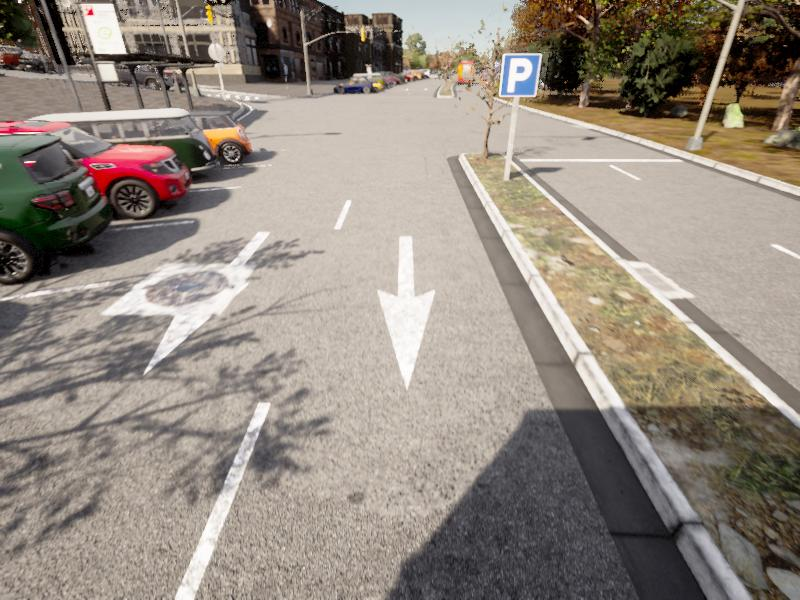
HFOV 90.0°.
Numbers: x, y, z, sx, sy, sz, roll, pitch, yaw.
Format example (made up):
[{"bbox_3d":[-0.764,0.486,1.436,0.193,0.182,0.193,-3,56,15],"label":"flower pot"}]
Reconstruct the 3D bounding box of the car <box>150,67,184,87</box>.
[{"bbox_3d":[-22.218,-21.391,38.373,2.002,1.452,4.674,-5,30,-19],"label":"car"}]

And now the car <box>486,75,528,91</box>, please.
[{"bbox_3d":[13.668,-27.888,51.444,4.553,1.767,2.185,-6,31,-12],"label":"car"}]

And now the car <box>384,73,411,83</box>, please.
[{"bbox_3d":[-0.503,-43.072,77.744,5.008,1.535,2.097,-6,31,-9],"label":"car"}]

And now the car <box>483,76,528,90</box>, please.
[{"bbox_3d":[14.216,-29.294,54.088,5.366,1.575,1.946,-6,31,-12],"label":"car"}]

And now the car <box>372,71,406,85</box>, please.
[{"bbox_3d":[-1.922,-38.775,69.908,5.566,2.045,2.435,-7,30,-10],"label":"car"}]

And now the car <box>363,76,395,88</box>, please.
[{"bbox_3d":[-3.221,-33.984,62.303,4.674,1.452,2.002,-7,30,-10],"label":"car"}]

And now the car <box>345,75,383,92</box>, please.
[{"bbox_3d":[-4.703,-28.062,51.861,4.553,1.767,2.185,-8,31,-12],"label":"car"}]

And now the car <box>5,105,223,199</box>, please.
[{"bbox_3d":[-7.772,-4.382,11.590,4.442,1.987,1.878,-11,31,-16],"label":"car"}]

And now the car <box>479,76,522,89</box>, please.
[{"bbox_3d":[14.208,-30.739,56.546,5.366,1.575,1.946,-6,31,-11],"label":"car"}]

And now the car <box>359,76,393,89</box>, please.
[{"bbox_3d":[-3.603,-32.468,59.714,4.674,1.452,2.002,-8,31,-11],"label":"car"}]

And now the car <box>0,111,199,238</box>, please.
[{"bbox_3d":[-7.899,-2.874,8.955,5.566,2.045,2.435,-11,31,-16],"label":"car"}]

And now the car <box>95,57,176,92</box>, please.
[{"bbox_3d":[-20.137,-17.228,30.683,4.605,1.855,1.932,5,29,-2],"label":"car"}]

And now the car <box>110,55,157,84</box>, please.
[{"bbox_3d":[-25.212,-21.911,38.151,2.435,2.045,5.566,-5,30,-19],"label":"car"}]

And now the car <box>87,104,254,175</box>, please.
[{"bbox_3d":[-7.785,-5.794,14.214,4.553,1.767,2.185,-10,32,-16],"label":"car"}]

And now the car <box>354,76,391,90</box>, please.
[{"bbox_3d":[-3.987,-30.989,57.110,4.892,1.521,2.231,-8,31,-11],"label":"car"}]

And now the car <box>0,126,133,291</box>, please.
[{"bbox_3d":[-7.983,-1.345,6.332,5.566,2.045,2.435,-11,32,-16],"label":"car"}]

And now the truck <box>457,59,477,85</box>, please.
[{"bbox_3d":[11.799,-40.082,70.256,2.891,3.827,8.468,4,31,8],"label":"truck"}]

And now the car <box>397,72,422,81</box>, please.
[{"bbox_3d":[2.034,-50.561,90.529,5.366,1.575,1.946,-6,31,-7],"label":"car"}]

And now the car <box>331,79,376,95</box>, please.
[{"bbox_3d":[-5.463,-24.922,46.815,4.792,1.488,2.163,-8,31,-12],"label":"car"}]

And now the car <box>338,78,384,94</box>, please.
[{"bbox_3d":[-4.807,-26.469,49.374,5.366,1.575,1.946,-8,31,-12],"label":"car"}]

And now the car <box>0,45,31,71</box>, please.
[{"bbox_3d":[-37.196,-22.845,37.645,1.878,1.987,4.442,-5,29,-20],"label":"car"}]

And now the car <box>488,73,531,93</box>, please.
[{"bbox_3d":[13.274,-26.475,48.833,4.442,1.987,1.878,-7,31,-12],"label":"car"}]

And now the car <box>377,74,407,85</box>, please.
[{"bbox_3d":[-1.489,-40.061,72.604,5.008,1.535,2.097,-7,30,-9],"label":"car"}]

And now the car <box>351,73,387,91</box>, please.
[{"bbox_3d":[-4.226,-29.686,54.431,4.442,1.987,1.878,-8,31,-11],"label":"car"}]

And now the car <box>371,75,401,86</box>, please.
[{"bbox_3d":[-2.383,-37.005,67.463,4.674,1.452,2.002,-7,31,-10],"label":"car"}]

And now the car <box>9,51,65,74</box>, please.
[{"bbox_3d":[-34.251,-22.440,37.939,2.231,1.521,4.892,-5,30,-19],"label":"car"}]
